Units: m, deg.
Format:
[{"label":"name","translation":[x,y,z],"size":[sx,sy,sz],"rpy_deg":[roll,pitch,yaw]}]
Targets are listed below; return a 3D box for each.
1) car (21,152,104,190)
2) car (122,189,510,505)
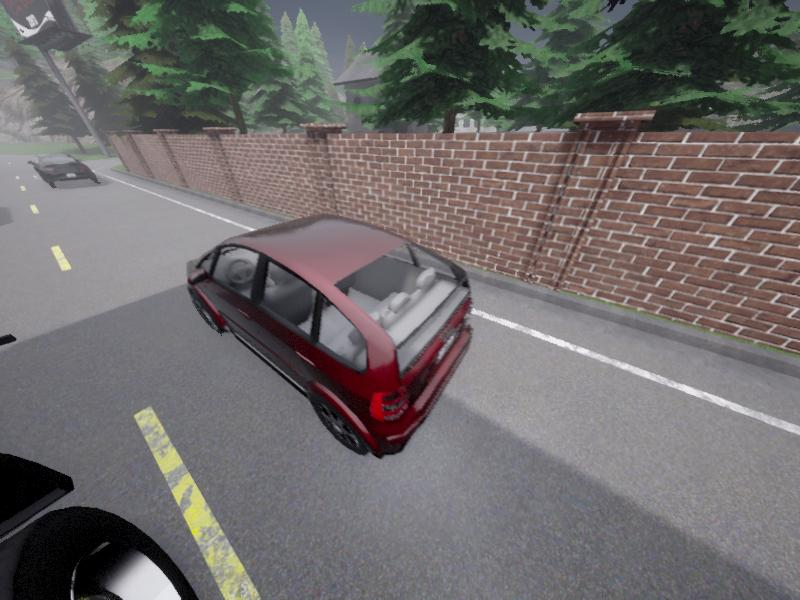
[{"label":"car","translation":[-19.055,-7.411,13.038],"size":[4.674,1.442,1.812],"rpy_deg":[22,41,28]},{"label":"car","translation":[-1.063,-0.135,2.752],"size":[3.705,1.549,1.789],"rpy_deg":[22,41,28]}]
